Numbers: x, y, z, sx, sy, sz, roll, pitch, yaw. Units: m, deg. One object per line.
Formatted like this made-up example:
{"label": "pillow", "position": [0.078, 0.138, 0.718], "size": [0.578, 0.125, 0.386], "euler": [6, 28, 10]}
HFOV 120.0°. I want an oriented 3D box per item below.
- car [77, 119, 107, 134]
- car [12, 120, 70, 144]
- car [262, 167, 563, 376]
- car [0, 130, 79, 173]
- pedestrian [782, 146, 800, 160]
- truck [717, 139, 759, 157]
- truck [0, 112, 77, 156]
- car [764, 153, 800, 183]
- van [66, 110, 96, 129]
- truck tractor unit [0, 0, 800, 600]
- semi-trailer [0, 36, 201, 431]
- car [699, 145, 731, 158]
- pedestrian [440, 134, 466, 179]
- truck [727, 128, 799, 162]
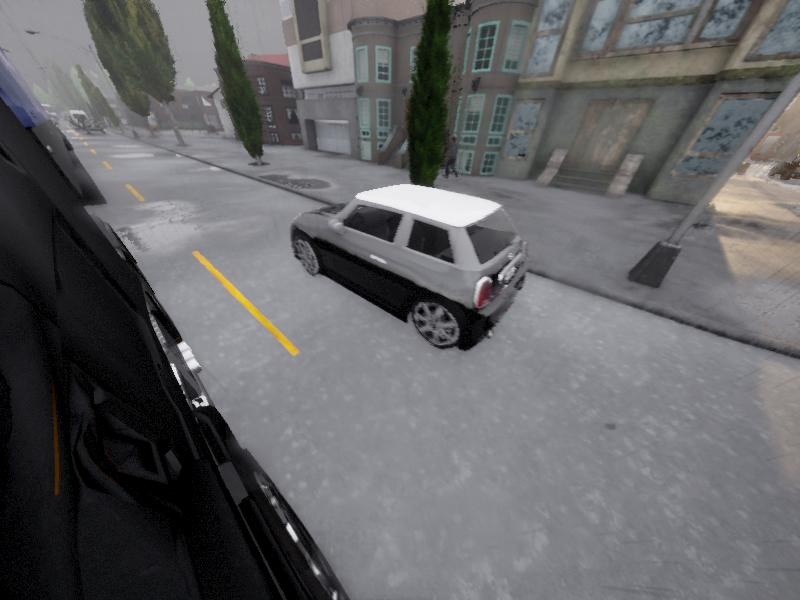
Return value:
{"label": "car", "position": [-43.327, -24.402, 32.488], "size": [3.705, 1.549, 1.789], "euler": [29, 44, 30]}
{"label": "car", "position": [-31.720, -14.934, 20.523], "size": [4.902, 1.511, 2.128], "euler": [29, 44, 30]}
{"label": "car", "position": [-0.065, -0.958, 3.674], "size": [3.806, 1.475, 1.970], "euler": [28, 44, 30]}
{"label": "car", "position": [-17.918, -7.390, 11.348], "size": [4.181, 1.385, 1.994], "euler": [29, 44, 31]}
{"label": "pedestrian", "position": [61.728, -23.099, 36.260], "size": [0.751, 1.860, 0.751], "euler": [25, 42, 27]}
{"label": "truck", "position": [61.210, -27.636, 41.998], "size": [2.627, 2.467, 5.204], "euler": [28, 44, 30]}
{"label": "truck", "position": [-24.716, -11.375, 15.677], "size": [6.274, 2.098, 2.390], "euler": [28, 44, 30]}
{"label": "car", "position": [29.231, -9.535, 16.701], "size": [1.851, 1.617, 3.988], "euler": [28, 44, 30]}
{"label": "van", "position": [-57.887, -32.717, 41.923], "size": [5.915, 2.561, 1.988], "euler": [28, 44, 30]}
{"label": "truck tractor unit", "position": [-2.645, -0.295, 0.352], "size": [6.516, 4.208, 3.053], "euler": [28, 44, 30]}
{"label": "semi-trailer", "position": [-8.667, -3.614, 4.276], "size": [14.254, 4.402, 2.717], "euler": [28, 44, 30]}
{"label": "car", "position": [51.478, -24.445, 37.915], "size": [2.038, 1.542, 4.974], "euler": [28, 44, 30]}
{"label": "pedestrian", "position": [2.676, -7.276, 11.766], "size": [0.751, 1.860, 0.751], "euler": [24, 42, 26]}
{"label": "truck", "position": [54.415, -23.603, 35.084], "size": [2.891, 3.827, 8.468], "euler": [28, 44, 30]}
